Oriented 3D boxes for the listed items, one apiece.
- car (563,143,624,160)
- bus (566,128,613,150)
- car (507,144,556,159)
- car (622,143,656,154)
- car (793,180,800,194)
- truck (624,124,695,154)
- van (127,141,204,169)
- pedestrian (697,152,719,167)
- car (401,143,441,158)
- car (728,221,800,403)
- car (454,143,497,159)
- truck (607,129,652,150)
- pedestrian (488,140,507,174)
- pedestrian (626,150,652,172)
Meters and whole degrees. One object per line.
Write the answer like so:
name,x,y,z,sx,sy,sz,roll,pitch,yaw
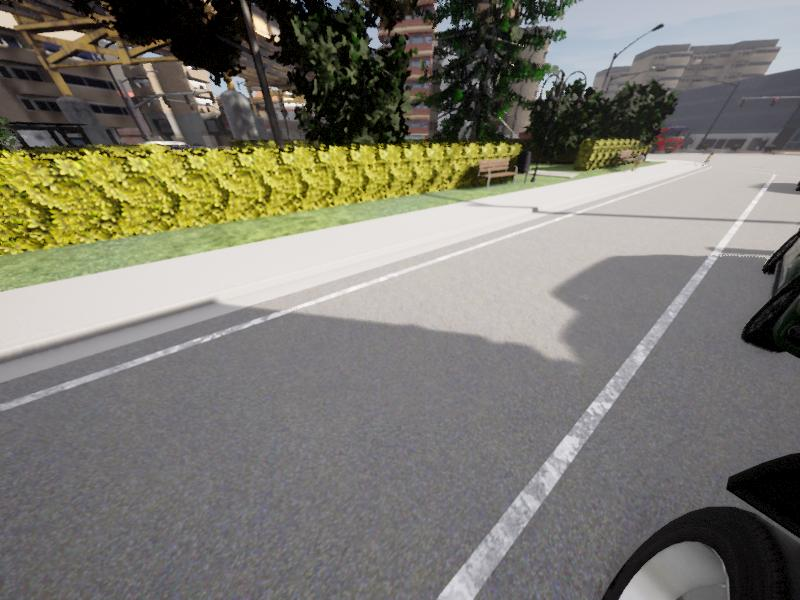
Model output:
car,23.332,-18.156,28.152,5.027,1.651,2.152,6,36,9
bus,47.711,-40.942,58.868,3.944,4.253,10.273,4,34,5
car,16.518,-18.819,29.258,4.792,1.488,2.163,6,36,9
car,39.577,-25.211,38.363,1.970,1.475,3.806,6,35,8
car,21.505,-6.124,11.234,4.674,1.442,1.812,-22,41,-27
truck,43.476,-27.324,39.353,2.891,3.827,8.468,6,35,8
van,-22.079,-13.958,22.100,2.069,2.038,4.480,6,36,9
pedestrian,26.752,-12.179,20.056,0.500,1.100,0.500,1,35,2
car,2.837,-20.326,31.357,5.027,1.651,2.152,6,36,9
car,6.719,-0.404,2.701,5.566,2.045,2.150,-21,40,-28
car,9.688,-19.599,30.283,5.027,1.651,2.152,6,36,9
truck,53.977,-37.951,54.856,2.891,3.827,8.468,6,35,8
pedestrian,6.398,-9.453,15.289,0.751,1.860,0.751,10,37,15
pedestrian,17.099,-9.978,16.557,0.751,1.300,0.751,-29,44,-35
